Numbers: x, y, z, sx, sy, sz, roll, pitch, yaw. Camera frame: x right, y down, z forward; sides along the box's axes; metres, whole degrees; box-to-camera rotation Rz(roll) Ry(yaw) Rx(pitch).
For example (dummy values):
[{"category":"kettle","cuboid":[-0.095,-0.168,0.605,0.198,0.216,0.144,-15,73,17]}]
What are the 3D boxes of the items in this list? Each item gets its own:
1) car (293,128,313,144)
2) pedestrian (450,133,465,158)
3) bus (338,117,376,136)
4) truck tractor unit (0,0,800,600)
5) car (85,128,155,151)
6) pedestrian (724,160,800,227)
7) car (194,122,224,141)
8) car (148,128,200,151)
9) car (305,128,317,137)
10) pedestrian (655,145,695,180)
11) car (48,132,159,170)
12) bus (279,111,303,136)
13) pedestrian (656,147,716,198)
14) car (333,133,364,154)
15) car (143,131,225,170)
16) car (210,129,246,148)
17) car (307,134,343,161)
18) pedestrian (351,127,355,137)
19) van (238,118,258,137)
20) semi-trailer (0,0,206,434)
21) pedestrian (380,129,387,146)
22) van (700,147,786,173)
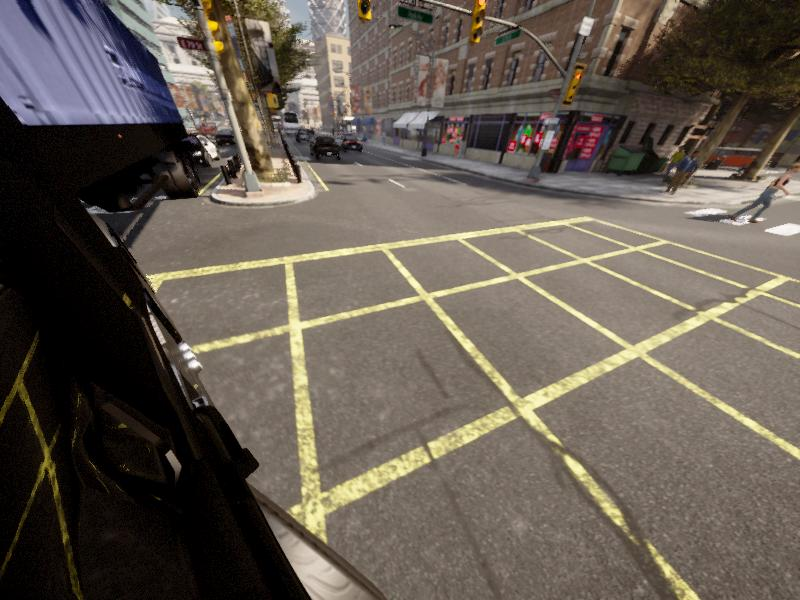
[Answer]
[{"category":"car","cuboid":[-14.310,-24.242,34.040,2.033,1.649,4.856,-13,39,-20]},{"category":"pedestrian","cuboid":[5.299,-14.250,21.389,0.751,1.860,0.751,-12,39,-19]},{"category":"bus","cuboid":[-12.946,-52.404,69.885,10.273,4.253,3.944,-13,39,-20]},{"category":"truck tractor unit","cuboid":[-2.645,-0.295,0.352,6.516,4.208,3.053,28,44,30]},{"category":"car","cuboid":[-22.332,-13.073,18.718,1.895,1.301,4.718,-13,39,-20]},{"category":"pedestrian","cuboid":[12.113,-3.464,7.561,0.751,1.860,0.751,-15,40,-22]},{"category":"car","cuboid":[-25.182,-22.359,30.554,1.905,1.878,3.866,-12,39,-20]},{"category":"car","cuboid":[-19.646,-14.196,20.358,1.994,1.385,4.181,-12,39,-20]},{"category":"car","cuboid":[-20.095,-37.798,52.004,1.845,1.501,3.633,-12,39,-19]},{"category":"pedestrian","cuboid":[17.893,-8.950,15.087,0.751,1.860,0.751,-18,41,-25]},{"category":"car","cuboid":[-15.386,-8.083,12.404,1.994,1.385,4.181,-12,39,-20]},{"category":"bus","cuboid":[-25.865,-41.682,54.578,3.944,4.253,10.273,-12,40,-20]},{"category":"pedestrian","cuboid":[12.642,-5.668,10.312,0.751,1.860,0.751,24,42,26]},{"category":"car","cuboid":[-5.578,-16.926,24.846,2.038,1.542,4.974,-12,39,-20]},{"category":"car","cuboid":[-12.158,-8.835,13.500,2.038,1.542,4.974,-12,39,-20]},{"category":"car","cuboid":[-17.940,-17.087,24.348,2.033,1.411,5.357,-12,39,-20]},{"category":"car","cuboid":[-6.169,-12.424,18.764,1.837,1.490,4.892,-12,39,-20]},{"category":"pedestrian","cuboid":[-11.440,-41.168,56.556,0.751,1.860,0.751,-11,39,-18]},{"category":"van","cuboid":[-27.959,-31.951,42.753,1.988,2.561,5.915,-12,39,-20]},{"category":"semi-trailer","cuboid":[-7.294,-4.282,5.254,2.717,4.402,14.254,-19,42,-26]},{"category":"pedestrian","cuboid":[-2.234,-22.297,31.733,0.751,1.860,0.751,-8,38,-14]},{"category":"van","cuboid":[36.019,-14.910,24.526,1.775,1.987,4.442,-8,38,-15]}]
